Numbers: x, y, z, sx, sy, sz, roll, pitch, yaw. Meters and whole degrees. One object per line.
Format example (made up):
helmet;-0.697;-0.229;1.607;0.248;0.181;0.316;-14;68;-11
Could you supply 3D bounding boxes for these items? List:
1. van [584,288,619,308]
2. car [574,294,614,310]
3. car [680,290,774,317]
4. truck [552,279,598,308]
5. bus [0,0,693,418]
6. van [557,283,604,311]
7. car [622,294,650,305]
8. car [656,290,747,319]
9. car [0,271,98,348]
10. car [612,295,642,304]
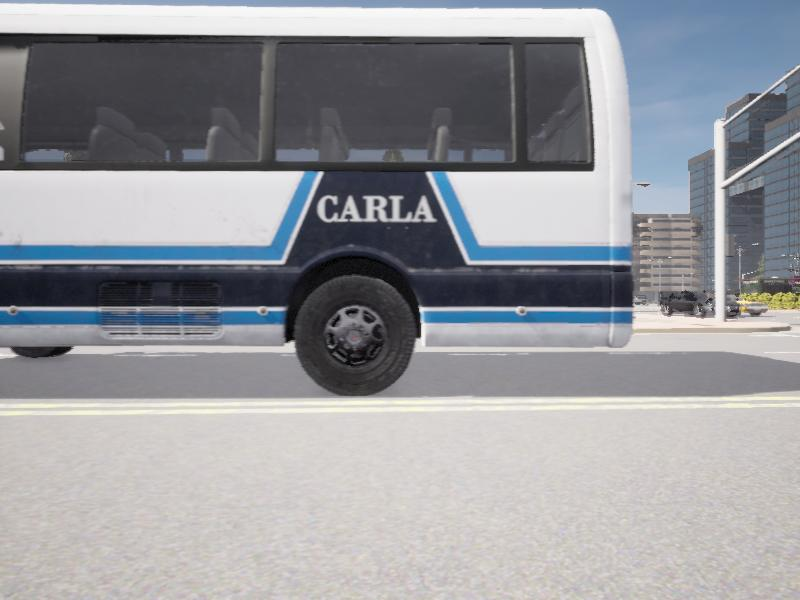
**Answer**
van;28.352;-0.269;56.632;1.988;2.561;5.915;0;0;0
car;21.116;0.207;43.745;1.801;1.575;5.366;0;0;1
car;20.920;0.204;25.988;1.801;1.575;5.366;0;0;1
truck;24.847;-0.909;57.422;2.891;3.827;8.468;0;0;0
bus;-2.631;-1.129;5.400;10.273;4.253;3.944;0;0;0
van;17.554;-0.271;39.297;1.988;2.561;5.915;0;0;1
car;42.779;-0.093;72.537;3.866;1.878;1.905;0;0;-1
car;17.396;0.230;23.419;2.007;1.525;4.514;0;0;1
car;-9.789;0.195;9.507;3.988;1.617;1.851;0;0;7
car;42.797;-0.095;75.431;4.605;1.855;1.932;0;0;-1
